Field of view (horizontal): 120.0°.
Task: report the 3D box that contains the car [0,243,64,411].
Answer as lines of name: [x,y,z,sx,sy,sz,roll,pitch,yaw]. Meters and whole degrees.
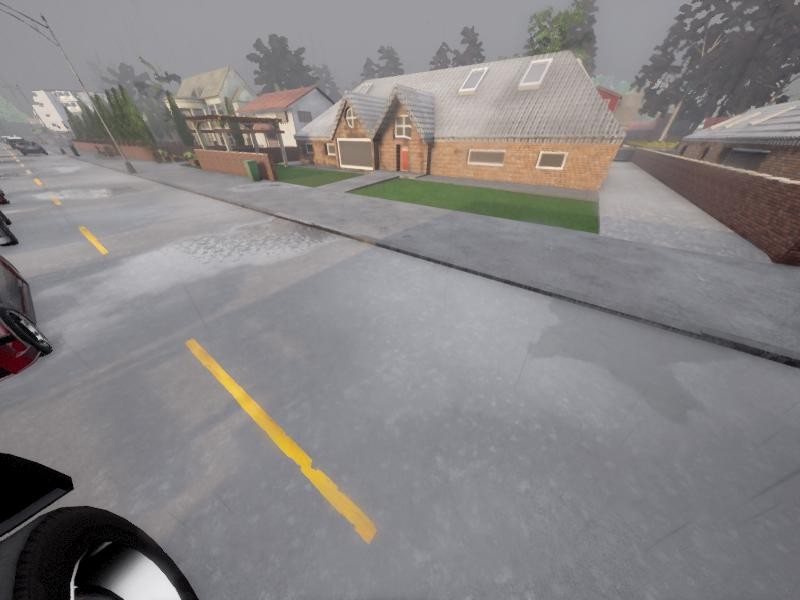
car: [-6.081,0.134,2.524,4.181,1.385,1.994,22,41,28]

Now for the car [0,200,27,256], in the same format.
car: [-11.350,-2.081,5.469,4.514,1.525,2.007,22,41,28]

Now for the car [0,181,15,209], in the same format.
car: [-17.291,-4.492,8.852,4.514,1.525,2.007,22,41,28]

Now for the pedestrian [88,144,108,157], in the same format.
pedestrian: [-37.936,-18.842,29.063,0.751,1.300,0.751,3,35,4]

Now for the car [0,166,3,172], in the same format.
car: [-31.734,-10.356,17.074,3.633,1.501,1.845,22,41,28]

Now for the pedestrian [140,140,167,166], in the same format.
pedestrian: [-21.595,-12.923,20.283,0.751,1.860,0.751,22,41,28]

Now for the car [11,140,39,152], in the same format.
car: [-64.136,-26.319,39.519,3.988,1.617,1.851,22,41,28]

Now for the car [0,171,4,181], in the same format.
car: [-26.147,-8.066,13.911,4.193,1.474,1.816,22,41,28]

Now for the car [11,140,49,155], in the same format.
car: [-53.825,-22.188,33.606,4.611,1.667,2.242,22,41,28]

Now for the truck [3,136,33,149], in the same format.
truck: [-80.873,-33.343,48.885,6.274,2.098,2.390,22,41,28]
